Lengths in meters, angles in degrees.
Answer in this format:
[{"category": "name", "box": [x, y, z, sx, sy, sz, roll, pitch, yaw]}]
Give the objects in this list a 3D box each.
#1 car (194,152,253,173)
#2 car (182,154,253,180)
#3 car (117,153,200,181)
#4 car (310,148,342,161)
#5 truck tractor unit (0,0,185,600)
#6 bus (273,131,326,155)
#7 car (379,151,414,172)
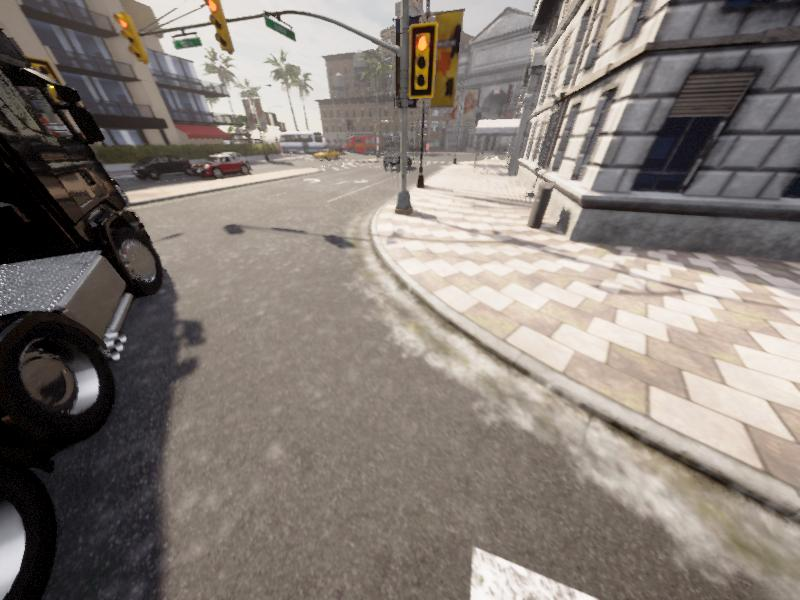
[{"category": "car", "box": [-16.582, -13.126, 22.001, 1.970, 1.475, 3.806, 10, 36, 15]}, {"category": "car", "box": [-14.294, -10.651, 18.379, 1.970, 1.475, 3.806, 10, 36, 14]}, {"category": "car", "box": [-18.213, -10.234, 17.701, 1.789, 1.549, 3.705, 10, 36, 14]}, {"category": "car", "box": [-11.325, -22.539, 35.681, 1.801, 1.575, 5.366, 11, 36, 16]}, {"category": "truck tractor unit", "box": [-4.516, -0.660, 1.316, 3.053, 4.208, 6.516, -21, 40, -27]}, {"category": "bus", "box": [-23.100, -36.331, 53.500, 10.273, 4.253, 3.944, 10, 36, 15]}, {"category": "car", "box": [-0.243, -14.245, 23.605, 2.128, 1.511, 4.902, 10, 36, 14]}]
